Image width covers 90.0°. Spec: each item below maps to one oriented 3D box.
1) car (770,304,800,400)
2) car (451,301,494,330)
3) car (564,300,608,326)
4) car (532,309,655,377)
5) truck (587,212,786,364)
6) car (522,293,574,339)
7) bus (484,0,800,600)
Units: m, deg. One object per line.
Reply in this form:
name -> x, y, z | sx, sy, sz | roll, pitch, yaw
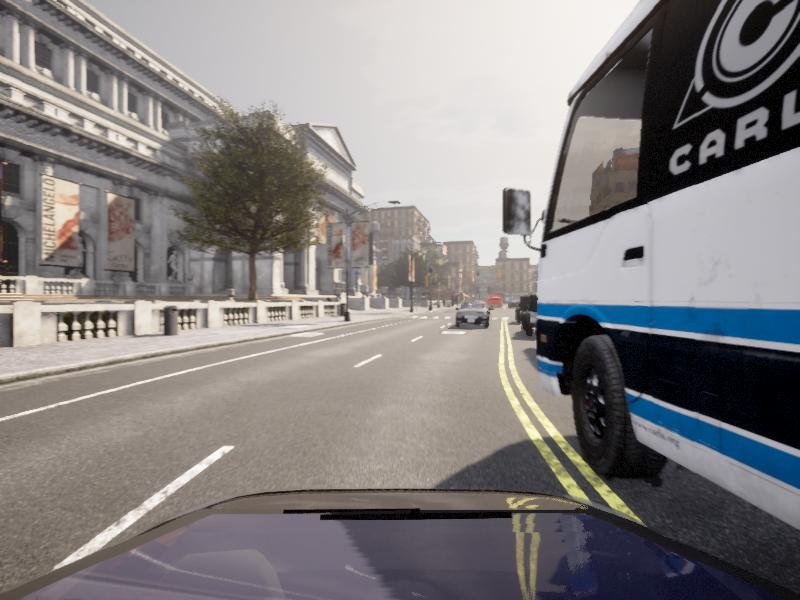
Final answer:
car -> 7.260, 0.834, 4.432 | 2.038, 1.542, 4.974 | 0, 0, 5
car -> 4.392, 0.837, 23.543 | 2.128, 1.511, 4.902 | 0, 0, 15
car -> 12.702, 0.811, 27.646 | 1.801, 1.575, 5.366 | 0, 0, 15
car -> 4.867, 0.947, 10.850 | 1.895, 1.301, 4.718 | 0, 0, 12
truck -> 9.304, -0.311, 14.526 | 2.891, 3.827, 8.468 | 0, 0, 14
car -> 6.772, 0.652, 18.680 | 1.905, 1.878, 3.866 | 0, 0, 14
bus -> 3.303, -0.530, 0.274 | 3.944, 4.253, 10.273 | 0, 0, -2
